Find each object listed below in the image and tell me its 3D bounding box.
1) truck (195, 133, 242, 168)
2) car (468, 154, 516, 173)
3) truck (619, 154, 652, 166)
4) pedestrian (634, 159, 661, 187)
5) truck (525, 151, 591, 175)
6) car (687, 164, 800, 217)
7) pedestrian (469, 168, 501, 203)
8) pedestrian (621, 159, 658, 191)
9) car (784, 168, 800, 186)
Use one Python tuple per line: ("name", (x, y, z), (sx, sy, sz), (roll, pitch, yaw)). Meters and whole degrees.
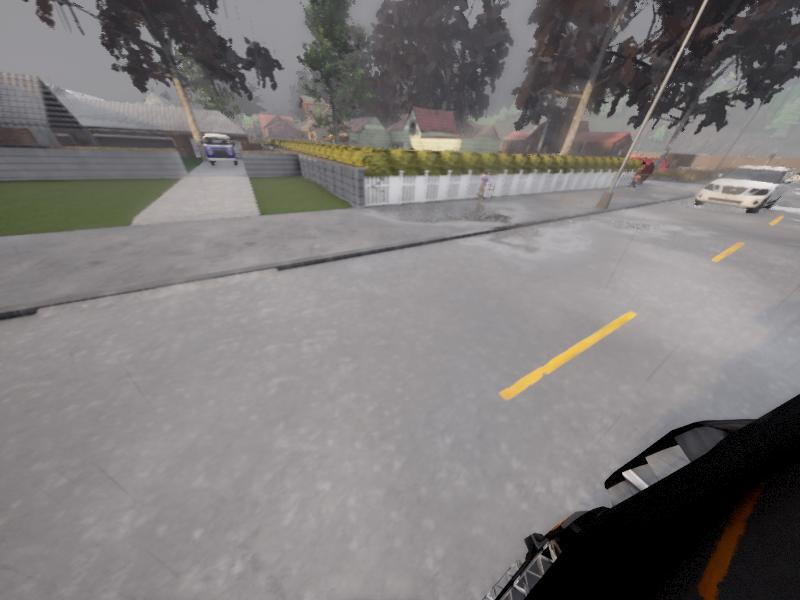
("truck", (-13.960, -11.744, 18.059), (2.069, 2.038, 4.478), (-16, 38, -26))
("car", (9.123, -13.531, 22.919), (4.181, 1.381, 1.994), (-16, 38, -26))
("truck", (63.713, -37.904, 62.619), (2.627, 2.467, 5.204), (-16, 38, -26))
("pedestrian", (20.073, -10.321, 18.778), (0.751, 1.860, 0.751), (29, 42, 33))
("truck", (19.824, -17.510, 29.439), (2.390, 2.098, 6.274), (-16, 38, -26))
("car", (18.624, -6.019, 12.368), (5.566, 2.045, 2.150), (-15, 38, -24))
("pedestrian", (3.804, -5.139, 10.391), (0.751, 1.300, 0.751), (-16, 38, -26))
("pedestrian", (16.443, -8.573, 15.914), (0.751, 1.860, 0.751), (-8, 35, -15))
("car", (49.559, -14.977, 28.126), (4.605, 1.855, 1.932), (-16, 38, -26))
